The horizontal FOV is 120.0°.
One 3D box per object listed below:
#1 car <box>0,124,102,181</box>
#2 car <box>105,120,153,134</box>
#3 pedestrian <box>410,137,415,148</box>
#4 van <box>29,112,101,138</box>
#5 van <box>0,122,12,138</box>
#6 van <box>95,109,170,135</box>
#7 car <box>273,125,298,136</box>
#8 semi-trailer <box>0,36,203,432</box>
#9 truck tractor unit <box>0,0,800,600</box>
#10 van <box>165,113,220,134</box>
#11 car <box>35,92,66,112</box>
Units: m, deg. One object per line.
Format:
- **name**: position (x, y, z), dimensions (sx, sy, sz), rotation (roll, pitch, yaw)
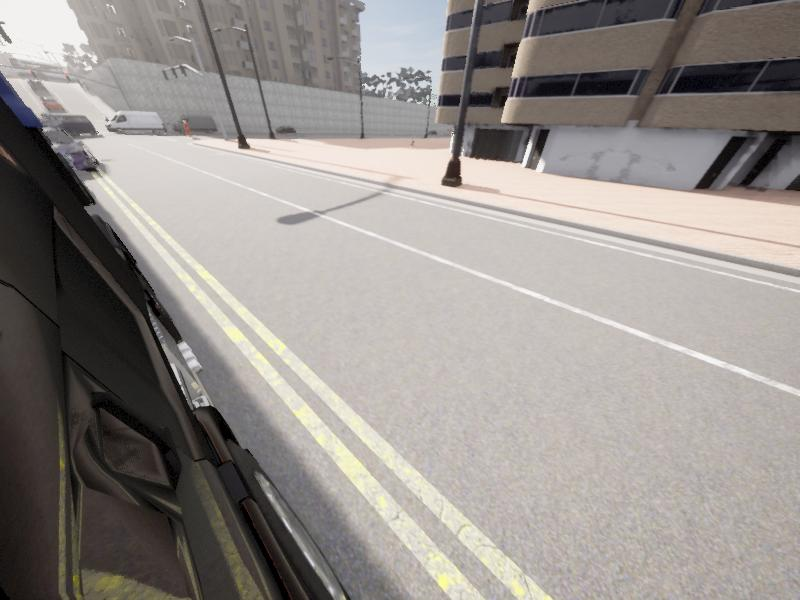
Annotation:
- **car**: position (-15.480, -6.777, 10.378), dimensions (2.033, 1.649, 4.856), rotation (-30, 47, -35)
- **car**: position (-39.448, -25.367, 33.817), dimensions (4.193, 1.474, 1.816), rotation (-22, 43, -29)
- **pedestrian**: position (1.691, -20.717, 30.412), dimensions (0.500, 1.100, 0.500), rotation (-3, 37, -8)
- **van**: position (-34.995, -18.406, 24.391), dimensions (1.775, 1.987, 4.442), rotation (-9, 38, -15)
- **van**: position (-39.279, -15.152, 19.432), dimensions (2.351, 2.431, 6.366), rotation (28, 44, 30)
- **van**: position (-36.041, -24.041, 31.370), dimensions (1.988, 2.561, 5.915), rotation (28, 44, 30)
- **car**: position (-22.358, -33.185, 45.180), dimensions (1.789, 1.549, 3.705), rotation (28, 44, 29)
- **semi-trailer**: position (-8.774, -3.549, 4.157), dimensions (14.254, 4.402, 2.717), rotation (27, 43, 29)
- **truck tractor unit**: position (-2.645, -0.295, 0.351), dimensions (6.516, 4.208, 3.053), rotation (28, 44, 30)
- **van**: position (-33.844, -28.868, 37.929), dimensions (1.988, 2.561, 5.915), rotation (28, 44, 30)
- **car**: position (-64.856, -36.748, 42.850), dimensions (4.553, 1.767, 2.097), rotation (37, 48, 21)
